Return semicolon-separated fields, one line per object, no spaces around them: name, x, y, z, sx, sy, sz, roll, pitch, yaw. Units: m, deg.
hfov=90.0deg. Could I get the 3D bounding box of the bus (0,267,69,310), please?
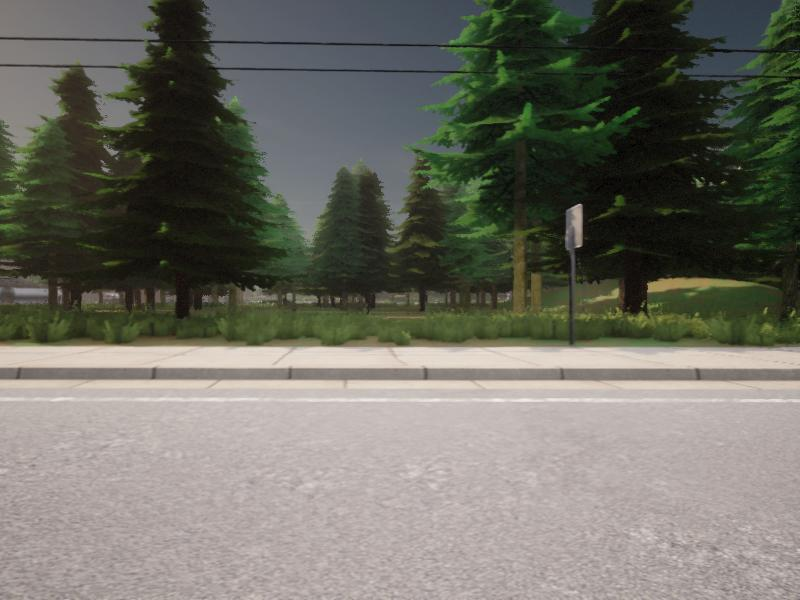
bus;-42.317;-1.152;43.648;3.944;4.253;10.273;0;0;-1
